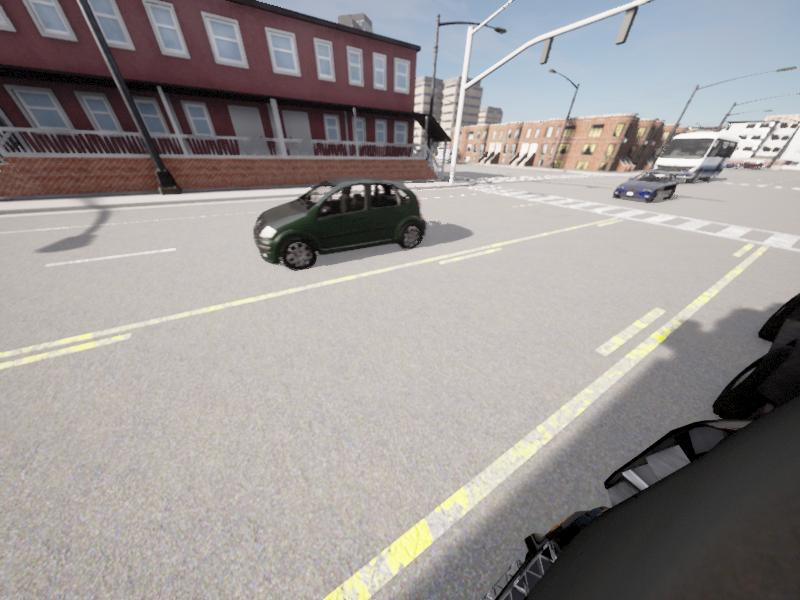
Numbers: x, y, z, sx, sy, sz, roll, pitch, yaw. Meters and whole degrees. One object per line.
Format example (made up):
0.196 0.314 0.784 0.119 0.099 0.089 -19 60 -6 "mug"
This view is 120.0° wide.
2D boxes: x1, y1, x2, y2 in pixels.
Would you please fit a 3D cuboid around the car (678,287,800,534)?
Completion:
4.634 0.500 1.680 3.866 1.878 1.905 -16 37 -25 "car"

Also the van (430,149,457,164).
8.998 -30.133 48.404 1.988 2.561 5.915 -16 37 -25 "van"

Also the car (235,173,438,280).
-1.336 -2.027 5.577 3.988 1.617 1.851 -16 37 -25 "car"

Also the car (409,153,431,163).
4.191 -30.563 49.686 1.930 1.638 5.238 -16 37 -25 "car"

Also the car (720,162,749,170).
82.804 -33.254 57.231 1.845 1.501 3.633 5 33 6 "car"

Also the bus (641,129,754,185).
31.103 -14.807 24.197 10.273 4.253 3.944 -16 37 -26 "bus"

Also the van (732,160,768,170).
89.997 -34.817 59.513 2.069 2.038 4.480 2 33 0 "van"

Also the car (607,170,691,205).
14.458 -6.623 13.442 4.193 1.474 1.816 -16 37 -25 "car"
